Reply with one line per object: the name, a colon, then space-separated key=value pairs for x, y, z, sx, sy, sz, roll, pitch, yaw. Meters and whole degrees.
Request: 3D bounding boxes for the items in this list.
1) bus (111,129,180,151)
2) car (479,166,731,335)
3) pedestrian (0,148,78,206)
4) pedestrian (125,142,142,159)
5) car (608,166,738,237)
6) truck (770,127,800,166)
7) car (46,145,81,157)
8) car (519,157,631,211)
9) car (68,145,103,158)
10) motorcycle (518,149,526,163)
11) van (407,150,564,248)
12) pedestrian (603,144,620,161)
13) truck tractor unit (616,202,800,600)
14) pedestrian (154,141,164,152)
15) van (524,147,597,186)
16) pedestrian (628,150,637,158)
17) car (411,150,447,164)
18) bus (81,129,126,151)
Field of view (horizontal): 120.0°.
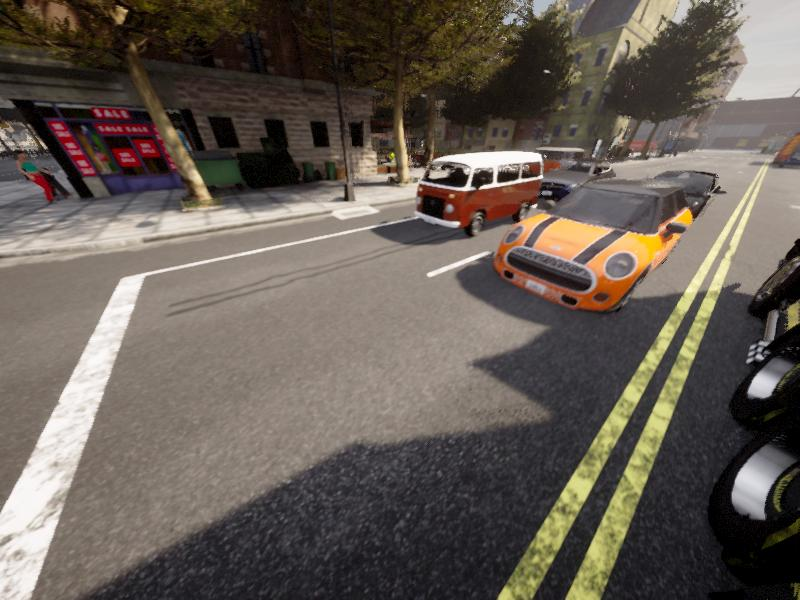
bus: x=-61.546 y=-38.847 z=56.282 sx=10.273 sy=4.253 sz=3.944 roll=-2 pitch=35 yaw=-3
car: x=4.072 y=-1.466 z=4.633 sx=4.553 sy=1.767 sz=2.097 roll=-23 pitch=41 yaw=-29
pedestrian: x=-13.783 y=-4.651 z=8.771 sx=0.751 sy=1.860 sz=0.751 roll=-7 pitch=35 yaw=-10
pedestrian: x=-36.358 y=-20.414 z=31.499 sx=0.751 sy=1.860 sz=0.751 roll=-24 pitch=41 yaw=-31
car: x=9.741 y=-3.710 z=8.189 sx=4.892 sy=1.490 sz=1.837 roll=-23 pitch=41 yaw=-30
truck: x=50.335 y=-19.141 z=28.787 sx=8.468 sy=3.827 sz=2.891 roll=-23 pitch=41 yaw=-29
car: x=-55.838 y=-24.839 z=38.430 sx=1.837 sy=1.490 sz=4.892 roll=-22 pitch=41 yaw=-29
car: x=8.217 y=-5.596 z=10.803 sx=5.027 sy=1.651 sz=2.152 roll=-23 pitch=41 yaw=-29
car: x=-50.304 y=-23.913 z=37.089 sx=2.038 sy=1.542 sz=4.974 roll=-22 pitch=40 yaw=-29
motorcycle: x=15.727 y=-18.544 z=29.708 sx=0.764 sy=1.277 sz=2.356 roll=5 pitch=34 yaw=25
van: x=2.633 y=-3.438 z=7.268 sx=4.480 sy=2.038 sz=2.069 roll=-23 pitch=41 yaw=-30
pedestrian: x=27.993 y=-19.469 z=30.539 sx=0.751 sy=1.860 sz=0.751 roll=-16 pitch=38 yaw=-22
truck tractor unit: x=5.003 y=-0.393 z=0.930 sx=6.516 sy=4.208 sz=3.053 roll=-22 pitch=41 yaw=-29
pedestrian: x=-49.423 y=-31.406 z=47.366 sx=0.751 sy=1.860 sz=0.751 roll=27 pitch=43 yaw=33
van: x=10.579 y=-9.236 z=15.780 sx=1.775 sy=1.987 sz=4.442 roll=1 pitch=35 yaw=1
pedestrian: x=36.990 y=-23.236 z=36.732 sx=0.500 sy=1.100 sz=0.500 roll=-22 pitch=41 yaw=-29
car: x=3.583 y=-18.490 z=29.771 sx=1.895 sy=1.301 sz=4.718 roll=-22 pitch=41 yaw=-29
bus: x=-74.526 y=-40.399 z=58.452 sx=3.944 sy=4.253 sz=10.273 roll=-22 pitch=41 yaw=-29
